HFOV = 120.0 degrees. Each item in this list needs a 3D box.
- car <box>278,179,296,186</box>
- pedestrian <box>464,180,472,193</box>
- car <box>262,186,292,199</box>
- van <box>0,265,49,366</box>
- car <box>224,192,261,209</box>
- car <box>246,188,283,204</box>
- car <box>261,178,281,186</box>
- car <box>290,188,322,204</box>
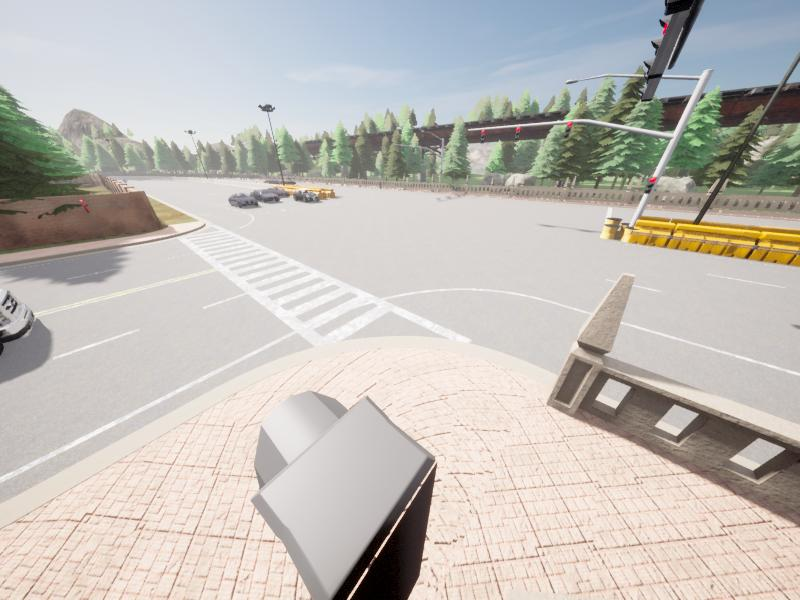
[{"bbox_3d":[-28.246,-29.552,57.895,4.718,1.301,1.895,23,37,34],"label":"car"},{"bbox_3d":[11.275,-18.735,38.243,0.751,1.860,0.751,24,38,35],"label":"pedestrian"},{"bbox_3d":[-18.293,-16.025,34.394,4.181,1.385,1.994,21,36,32],"label":"car"},{"bbox_3d":[-11.872,1.095,3.681,2.351,2.431,6.366,23,37,34],"label":"van"},{"bbox_3d":[-18.176,-11.550,26.643,4.181,1.385,1.994,23,37,34],"label":"car"},{"bbox_3d":[-17.896,-13.735,30.402,5.357,1.411,2.033,23,37,34],"label":"car"},{"bbox_3d":[-31.352,-28.666,56.145,4.902,1.511,2.128,23,37,34],"label":"car"},{"bbox_3d":[-12.344,-13.712,30.279,3.806,1.475,1.970,23,37,34],"label":"car"}]
